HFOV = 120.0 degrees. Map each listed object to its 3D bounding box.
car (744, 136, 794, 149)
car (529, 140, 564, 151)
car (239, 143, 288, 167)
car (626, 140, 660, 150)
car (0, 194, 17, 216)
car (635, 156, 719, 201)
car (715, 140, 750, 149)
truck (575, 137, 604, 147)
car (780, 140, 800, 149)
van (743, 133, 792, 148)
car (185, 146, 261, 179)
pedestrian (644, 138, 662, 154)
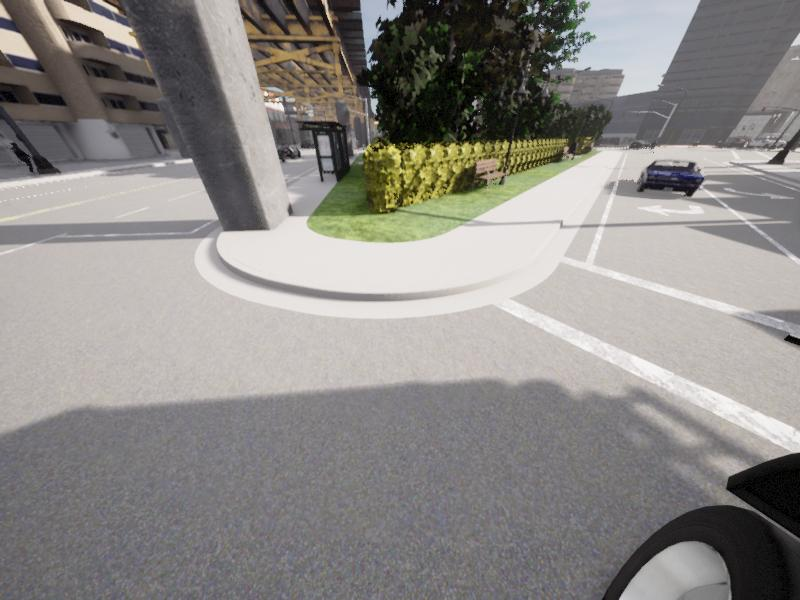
[{"bbox_3d":[71.849,-30.689,45.047,5.566,2.045,2.150,-3,35,-4],"label":"car"},{"bbox_3d":[26.569,-28.103,42.040,4.902,1.511,2.128,-3,35,-4],"label":"car"},{"bbox_3d":[-13.029,-14.159,22.463,2.152,1.651,5.027,-3,35,-4],"label":"car"},{"bbox_3d":[46.787,-29.910,44.559,4.792,1.488,2.163,-12,37,-16],"label":"car"},{"bbox_3d":[-14.724,-2.403,6.072,1.812,1.442,4.674,-3,36,-4],"label":"car"},{"bbox_3d":[13.022,-6.043,11.220,1.895,1.301,4.718,25,43,31],"label":"car"},{"bbox_3d":[68.866,-32.320,47.848,4.193,1.474,1.816,-3,35,-4],"label":"car"},{"bbox_3d":[50.531,-42.328,61.767,2.390,2.098,6.274,-3,35,-3],"label":"truck"},{"bbox_3d":[78.996,-30.823,45.703,4.193,1.474,1.816,-3,35,-4],"label":"car"},{"bbox_3d":[76.317,-33.141,48.057,5.915,2.561,1.988,-3,35,-4],"label":"van"},{"bbox_3d":[-12.413,-10.115,16.750,1.930,1.638,5.238,-3,36,-4],"label":"car"},{"bbox_3d":[37.157,-22.616,33.915,0.751,1.860,0.751,-4,36,-6],"label":"pedestrian"}]
